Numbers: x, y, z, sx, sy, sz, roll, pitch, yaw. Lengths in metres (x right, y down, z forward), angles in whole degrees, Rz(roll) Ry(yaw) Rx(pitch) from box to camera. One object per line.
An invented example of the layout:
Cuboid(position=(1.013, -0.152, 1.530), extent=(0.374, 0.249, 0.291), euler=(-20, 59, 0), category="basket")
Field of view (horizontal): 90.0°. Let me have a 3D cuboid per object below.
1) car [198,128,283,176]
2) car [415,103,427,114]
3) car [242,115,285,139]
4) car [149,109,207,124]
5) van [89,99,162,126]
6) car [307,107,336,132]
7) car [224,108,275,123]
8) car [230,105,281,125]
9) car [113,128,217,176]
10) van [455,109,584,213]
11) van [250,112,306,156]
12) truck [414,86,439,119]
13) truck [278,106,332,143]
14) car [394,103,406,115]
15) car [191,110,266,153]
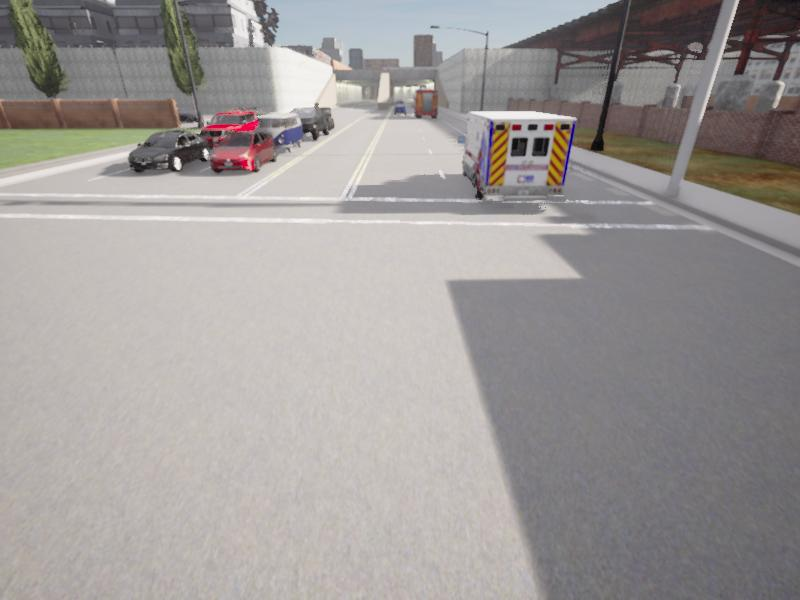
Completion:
Cuboid(position=(-7.005, -6.844, 18.209), extent=(2.007, 1.525, 4.514), euler=(0, 27, 0), category="car")
Cuboid(position=(3.488, -31.988, 66.747), extent=(1.812, 1.442, 4.674), euler=(0, 27, 0), category="car")
Cuboid(position=(-10.556, -13.527, 31.201), extent=(1.970, 1.475, 3.806), euler=(-1, 27, -1), category="car")
Cuboid(position=(-25.922, -21.500, 46.827), extent=(5.357, 1.411, 2.033), euler=(0, 27, 0), category="car")
Cuboid(position=(-29.682, -20.365, 43.429), extent=(5.915, 2.561, 1.988), euler=(-1, 27, 0), category="van")
Cuboid(position=(-7.120, -16.586, 36.624), extent=(1.905, 1.878, 3.866), euler=(-1, 27, -1), category="car")
Cuboid(position=(-17.533, -21.609, 46.834), extent=(4.902, 1.511, 2.128), euler=(0, 27, 0), category="car")
Cuboid(position=(-15.646, -20.130, 43.572), extent=(4.605, 1.855, 1.932), euler=(0, 27, 3), category="car")
Cuboid(position=(-10.507, -6.921, 18.426), extent=(1.837, 1.490, 4.892), euler=(0, 27, 0), category="car")
Cuboid(position=(3.495, -4.990, 13.552), extent=(2.351, 2.431, 6.366), euler=(0, 27, 0), category="van")
Cuboid(position=(-7.008, -9.853, 23.521), extent=(1.775, 1.987, 4.442), euler=(0, 27, 0), category="van")
Cuboid(position=(3.488, -27.053, 54.637), extent=(2.891, 3.827, 8.468), euler=(0, 28, 0), category="truck")
Cuboid(position=(-6.917, -13.296, 30.044), extent=(2.390, 2.098, 6.274), euler=(0, 27, 1), category="truck")
Cuboid(position=(-0.012, -30.006, 62.854), extent=(1.882, 1.535, 5.008), euler=(0, 27, 0), category="car")
Cuboid(position=(-10.465, -10.679, 25.080), extent=(2.150, 2.045, 5.566), euler=(0, 27, 0), category="car")
